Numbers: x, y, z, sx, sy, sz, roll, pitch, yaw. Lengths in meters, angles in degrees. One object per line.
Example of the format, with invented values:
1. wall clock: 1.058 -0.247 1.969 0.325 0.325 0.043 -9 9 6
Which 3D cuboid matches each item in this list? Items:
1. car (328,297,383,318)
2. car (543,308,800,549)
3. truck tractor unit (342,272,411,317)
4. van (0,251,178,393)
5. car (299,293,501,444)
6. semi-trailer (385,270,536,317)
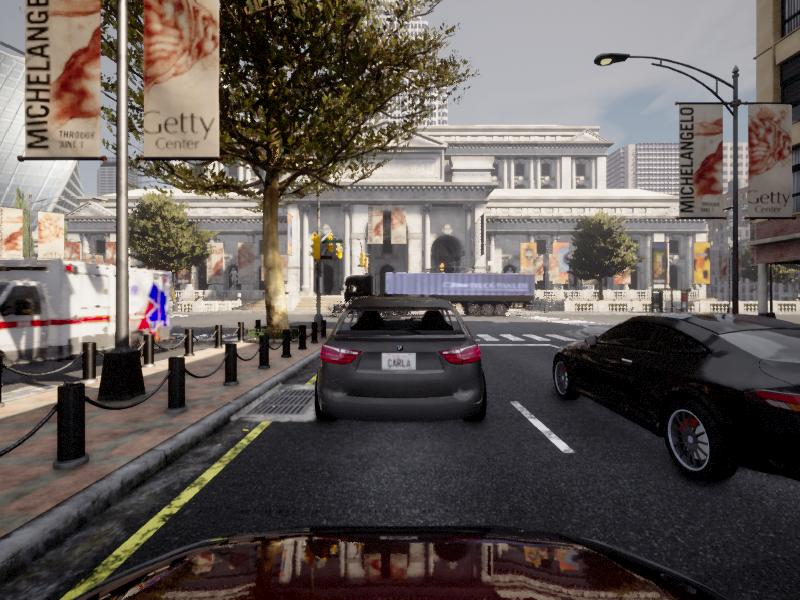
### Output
1. car: -3.918 0.653 35.810 4.605 1.855 1.932 0 0 1
2. car: 3.472 0.870 4.859 1.812 1.442 4.674 0 0 0
3. truck tractor unit: -2.194 -0.523 39.301 6.516 4.208 3.053 0 0 0
4. van: -7.991 0.378 9.109 2.351 2.431 6.366 0 0 0
5. car: 0.019 0.756 6.742 2.242 1.667 4.611 0 0 0
6. semi-trailer: 5.720 -0.618 39.250 14.254 4.402 2.717 0 0 0
